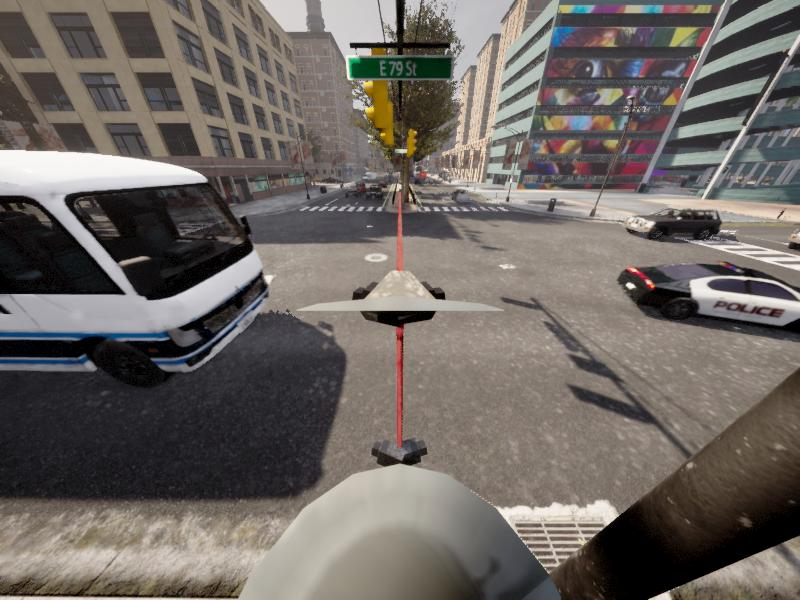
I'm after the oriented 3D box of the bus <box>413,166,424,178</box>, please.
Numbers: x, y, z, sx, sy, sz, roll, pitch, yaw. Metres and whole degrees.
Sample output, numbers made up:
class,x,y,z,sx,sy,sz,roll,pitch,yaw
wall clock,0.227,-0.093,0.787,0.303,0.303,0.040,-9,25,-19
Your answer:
class,x,y,z,sx,sy,sz,roll,pitch,yaw
bus,7.891,-55.789,100.385,3.944,4.253,10.273,0,30,0

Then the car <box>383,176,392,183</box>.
class,x,y,z,sx,sy,sz,roll,pitch,yaw
car,-3.598,-35.145,67.364,2.128,1.511,4.902,0,30,0

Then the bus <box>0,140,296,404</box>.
class,x,y,z,sx,sy,sz,roll,pitch,yaw
bus,-8.721,-0.831,5.190,10.273,4.253,3.944,0,30,0

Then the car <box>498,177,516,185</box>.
class,x,y,z,sx,sy,sz,roll,pitch,yaw
car,27.196,-30.383,58.961,2.161,1.482,4.786,0,30,0

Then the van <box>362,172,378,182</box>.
class,x,y,z,sx,sy,sz,roll,pitch,yaw
van,-9.101,-37.442,70.318,1.988,2.561,5.915,15,33,22

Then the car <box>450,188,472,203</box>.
class,x,y,z,sx,sy,sz,roll,pitch,yaw
car,7.865,-13.677,30.168,1.845,1.501,3.633,-1,30,-1

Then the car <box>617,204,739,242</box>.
class,x,y,z,sx,sy,sz,roll,pitch,yaw
car,17.266,-4.901,14.621,4.605,1.855,1.932,1,30,0

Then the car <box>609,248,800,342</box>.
class,x,y,z,sx,sy,sz,roll,pitch,yaw
car,9.955,-0.220,6.858,4.974,1.542,2.038,11,31,18

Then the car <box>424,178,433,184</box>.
class,x,y,z,sx,sy,sz,roll,pitch,yaw
car,7.892,-32.757,63.447,1.895,1.301,4.718,0,30,0

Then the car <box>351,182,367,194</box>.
class,x,y,z,sx,sy,sz,roll,pitch,yaw
car,-7.178,-20.111,41.312,2.007,1.525,4.514,0,30,0

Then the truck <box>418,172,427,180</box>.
class,x,y,z,sx,sy,sz,roll,pitch,yaw
truck,7.947,-44.288,82.249,2.627,2.467,5.204,0,30,1

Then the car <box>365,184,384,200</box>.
class,x,y,z,sx,sy,sz,roll,pitch,yaw
car,-3.698,-15.908,33.887,2.242,1.667,4.611,0,30,0

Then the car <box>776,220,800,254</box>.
class,x,y,z,sx,sy,sz,roll,pitch,yaw
car,23.222,-3.131,11.557,4.605,1.855,1.932,1,30,0

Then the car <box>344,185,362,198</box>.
class,x,y,z,sx,sy,sz,roll,pitch,yaw
car,-7.151,-16.750,35.573,1.812,1.442,4.674,0,30,0

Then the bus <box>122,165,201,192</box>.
class,x,y,z,sx,sy,sz,roll,pitch,yaw
bus,-45.260,-23.709,44.815,3.944,4.253,10.273,0,30,0

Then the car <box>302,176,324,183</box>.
class,x,y,z,sx,sy,sz,roll,pitch,yaw
car,-24.580,-34.224,65.704,5.366,1.575,1.801,-1,30,-1

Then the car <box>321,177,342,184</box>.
class,x,y,z,sx,sy,sz,roll,pitch,yaw
car,-18.522,-32.425,62.675,4.892,1.490,1.837,1,30,1
